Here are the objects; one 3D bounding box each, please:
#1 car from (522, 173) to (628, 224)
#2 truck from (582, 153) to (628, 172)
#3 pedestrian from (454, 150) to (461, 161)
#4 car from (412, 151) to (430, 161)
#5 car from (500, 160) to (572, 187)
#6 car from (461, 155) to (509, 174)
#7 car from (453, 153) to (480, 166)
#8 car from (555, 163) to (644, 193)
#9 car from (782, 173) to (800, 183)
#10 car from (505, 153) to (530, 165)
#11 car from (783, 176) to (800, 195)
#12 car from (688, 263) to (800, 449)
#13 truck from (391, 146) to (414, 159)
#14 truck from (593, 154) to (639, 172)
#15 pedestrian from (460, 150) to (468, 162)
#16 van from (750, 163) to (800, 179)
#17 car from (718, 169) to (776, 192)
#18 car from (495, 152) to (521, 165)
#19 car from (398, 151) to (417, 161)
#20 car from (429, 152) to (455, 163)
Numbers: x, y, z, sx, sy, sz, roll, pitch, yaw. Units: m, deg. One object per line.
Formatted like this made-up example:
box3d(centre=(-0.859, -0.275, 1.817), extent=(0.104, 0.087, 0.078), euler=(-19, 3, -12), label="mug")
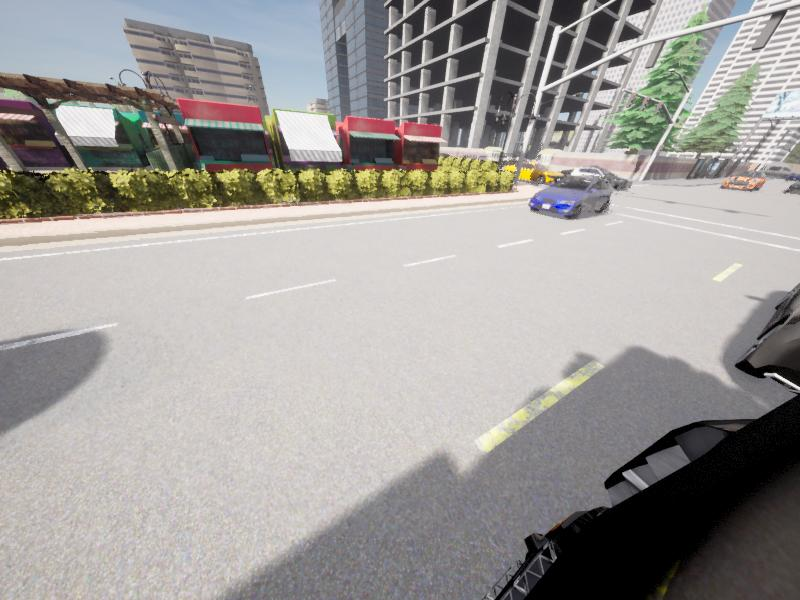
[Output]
box3d(centre=(7.597, -4.547, 10.055), extent=(4.193, 1.474, 1.816), euler=(-18, 39, -28), label="car")
box3d(centre=(37.045, -25.032, 42.011), extent=(2.615, 2.467, 5.204), euler=(-15, 38, -25), label="truck")
box3d(centre=(11.501, -28.896, 46.272), extent=(0.751, 1.860, 0.751), euler=(-6, 35, -13), label="pedestrian")
box3d(centre=(4.333, -29.867, 47.775), extent=(1.789, 1.549, 3.705), euler=(-16, 38, -26), label="car")
box3d(centre=(11.351, -10.919, 19.788), extent=(1.882, 1.535, 5.008), euler=(-13, 37, -23), label="car")
box3d(centre=(10.017, -16.348, 27.770), extent=(1.930, 1.638, 5.238), euler=(-16, 38, -26), label="car")
box3d(centre=(10.933, -23.237, 38.250), extent=(1.851, 1.617, 3.988), euler=(-16, 38, -26), label="car")
box3d(centre=(16.097, -10.154, 19.048), extent=(2.038, 1.542, 4.974), euler=(-16, 39, -26), label="car")
box3d(centre=(69.184, -21.320, 40.253), extent=(4.718, 1.301, 1.895), euler=(-15, 38, -25), label="car")
box3d(centre=(23.686, -28.531, 46.716), extent=(1.905, 1.878, 3.866), euler=(-15, 38, -25), label="car")
box3d(centre=(39.911, -11.158, 22.503), extent=(4.892, 1.490, 1.837), euler=(-15, 38, -25), label="car")
box3d(centre=(6.039, 0.332, 2.552), extent=(4.902, 1.511, 2.128), euler=(-15, 38, -25), label="car")
box3d(centre=(0.514, -33.954, 53.144), extent=(2.390, 2.098, 6.274), euler=(-16, 38, -26), label="truck")
box3d(centre=(40.801, -26.065, 43.858), extent=(2.615, 2.467, 5.204), euler=(-15, 38, -25), label="truck")
box3d(centre=(12.558, -28.170, 45.261), extent=(0.751, 1.860, 0.751), euler=(-15, 38, -25), label="pedestrian")
box3d(centre=(83.330, -28.538, 51.069), extent=(1.988, 2.561, 5.915), euler=(-15, 38, -25), label="van")
box3d(centre=(35.164, -12.201, 23.434), extent=(4.553, 1.767, 2.097), euler=(-15, 38, -25), label="car")
box3d(centre=(21.124, -27.826, 45.456), extent=(1.905, 1.878, 3.866), euler=(-15, 38, -25), label="car")
box3d(centre=(1.418, -28.810, 46.124), extent=(1.994, 1.385, 4.181), euler=(-16, 38, -26), label="car")
box3d(centre=(7.668, -26.491, 42.963), extent=(1.882, 1.535, 5.008), euler=(-16, 38, -26), label="car")
